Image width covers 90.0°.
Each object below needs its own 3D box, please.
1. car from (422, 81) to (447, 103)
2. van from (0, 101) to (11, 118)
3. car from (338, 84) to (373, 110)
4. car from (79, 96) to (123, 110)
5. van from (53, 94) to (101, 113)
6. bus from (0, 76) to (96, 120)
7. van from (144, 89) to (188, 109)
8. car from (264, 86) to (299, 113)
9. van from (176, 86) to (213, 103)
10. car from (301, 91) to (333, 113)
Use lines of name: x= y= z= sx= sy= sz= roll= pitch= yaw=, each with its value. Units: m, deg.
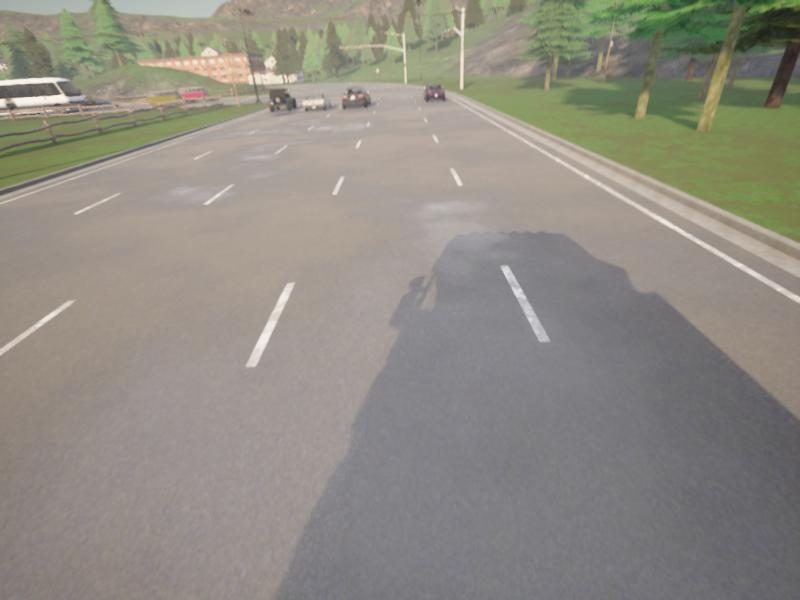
car: x=3.113 y=-19.094 z=36.695 sx=1.816 sy=1.474 sz=4.193 roll=-3 pitch=30 yaw=1
van: x=-56.200 y=-25.598 z=54.065 sx=4.480 sy=2.038 sz=2.069 roll=-3 pitch=30 yaw=1
car: x=-3.853 y=-18.081 z=35.565 sx=2.242 sy=1.667 sz=4.611 roll=-2 pitch=30 yaw=4
car: x=-44.850 y=-29.564 z=60.104 sx=4.792 sy=1.488 sz=2.163 roll=-3 pitch=30 yaw=1
van: x=-45.883 y=-27.978 z=56.955 sx=4.480 sy=2.038 sz=2.069 roll=-3 pitch=30 yaw=1
bus: x=-45.670 y=-25.482 z=50.450 sx=10.273 sy=4.253 sz=3.944 roll=-3 pitch=30 yaw=1
van: x=-31.373 y=-27.054 z=53.757 sx=4.442 sy=1.987 sz=1.775 roll=-3 pitch=30 yaw=1
car: x=-10.866 y=-18.510 z=36.885 sx=1.905 sy=1.878 sz=3.866 roll=-3 pitch=30 yaw=1
van: x=-32.263 y=-32.300 z=62.836 sx=4.442 sy=1.987 sz=1.775 roll=-3 pitch=30 yaw=1
car: x=-7.317 y=-17.651 z=35.599 sx=1.895 sy=1.301 sz=4.718 roll=-3 pitch=30 yaw=1
